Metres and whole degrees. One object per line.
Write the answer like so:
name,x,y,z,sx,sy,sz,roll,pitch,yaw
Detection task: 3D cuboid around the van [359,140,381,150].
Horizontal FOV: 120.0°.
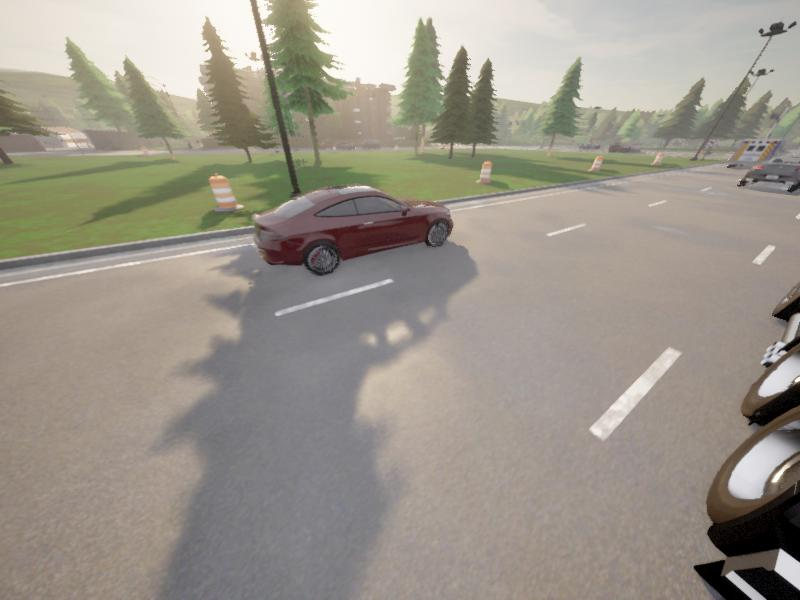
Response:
van,-7.005,-36.382,54.247,4.442,1.987,1.775,-18,39,-25

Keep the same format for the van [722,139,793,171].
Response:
van,36.204,-14.787,23.401,6.366,2.431,2.351,-19,39,-25

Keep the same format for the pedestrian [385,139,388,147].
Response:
pedestrian,-4.326,-49.669,73.088,0.751,1.860,0.751,-17,39,-24

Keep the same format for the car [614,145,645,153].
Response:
car,50.955,-33.592,51.389,1.994,1.385,4.181,-18,39,-24

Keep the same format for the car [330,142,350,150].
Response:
car,-14.091,-36.189,54.227,3.988,1.617,1.851,-19,39,-25

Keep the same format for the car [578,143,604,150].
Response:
car,54.092,-43.692,65.637,1.930,1.638,5.238,-18,39,-25

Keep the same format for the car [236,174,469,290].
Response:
car,-0.858,-1.909,5.448,4.674,1.442,1.812,-19,39,-25

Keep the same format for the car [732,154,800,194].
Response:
car,22.672,-7.601,13.679,5.027,1.651,2.152,-18,39,-24

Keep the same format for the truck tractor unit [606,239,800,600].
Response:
truck tractor unit,5.069,-0.340,0.840,6.516,4.208,3.053,-20,40,-26

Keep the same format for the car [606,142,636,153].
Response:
car,47.750,-32.990,50.039,1.905,1.878,3.866,-18,39,-25

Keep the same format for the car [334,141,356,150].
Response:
car,-13.730,-38.666,57.718,4.611,1.667,2.242,-19,39,-25
